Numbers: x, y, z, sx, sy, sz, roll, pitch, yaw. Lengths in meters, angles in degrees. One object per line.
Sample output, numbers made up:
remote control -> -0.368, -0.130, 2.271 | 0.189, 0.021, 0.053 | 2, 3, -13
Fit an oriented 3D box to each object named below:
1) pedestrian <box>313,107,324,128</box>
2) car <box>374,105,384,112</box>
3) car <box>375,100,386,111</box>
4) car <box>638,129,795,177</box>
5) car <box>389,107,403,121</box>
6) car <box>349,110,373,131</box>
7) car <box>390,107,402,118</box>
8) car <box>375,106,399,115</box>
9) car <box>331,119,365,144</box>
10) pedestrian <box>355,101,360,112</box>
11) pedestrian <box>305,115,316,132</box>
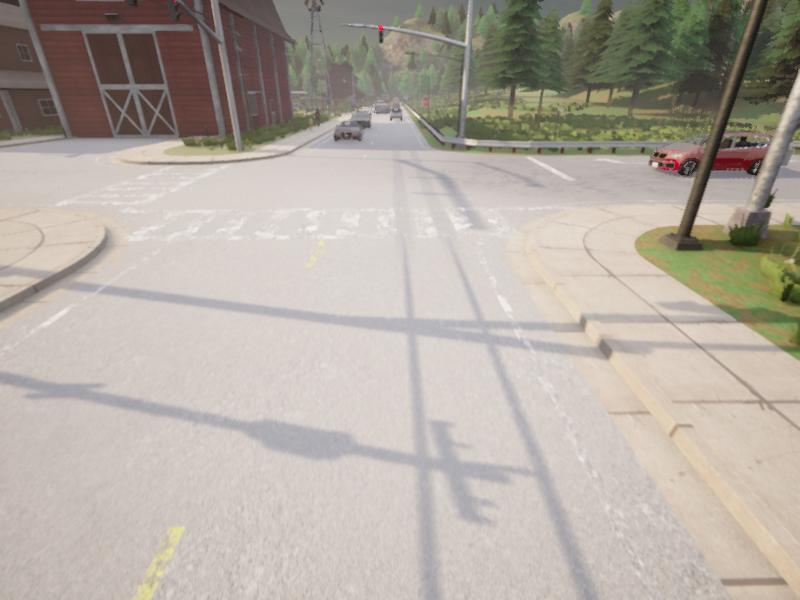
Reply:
pedestrian -> -7.977, -17.824, 39.115 | 0.751, 1.860, 0.751 | 0, 27, 0
car -> -4.286, -39.593, 82.713 | 1.895, 1.301, 4.718 | 0, 27, 0
car -> -4.353, -43.355, 89.249 | 2.150, 2.045, 5.566 | 0, 27, -1
car -> 13.365, -6.359, 17.212 | 4.611, 1.667, 2.242 | -1, 27, -1
car -> -0.514, -25.708, 55.201 | 1.851, 1.617, 3.988 | 0, 27, 0
car -> -3.875, -18.353, 40.778 | 1.930, 1.638, 5.238 | 0, 27, 0
car -> -0.575, -28.689, 61.216 | 1.812, 1.442, 4.674 | 0, 27, -1
car -> -2.346, -34.617, 72.897 | 1.994, 1.385, 4.181 | 22, 34, 36
car -> -3.767, -12.590, 29.803 | 1.994, 1.385, 4.181 | 0, 27, 0
pedestrian -> -8.528, -38.860, 80.272 | 0.751, 1.860, 0.751 | -1, 27, -3
pedestrian -> -7.933, -15.704, 35.583 | 0.751, 1.300, 0.751 | -1, 27, -1
